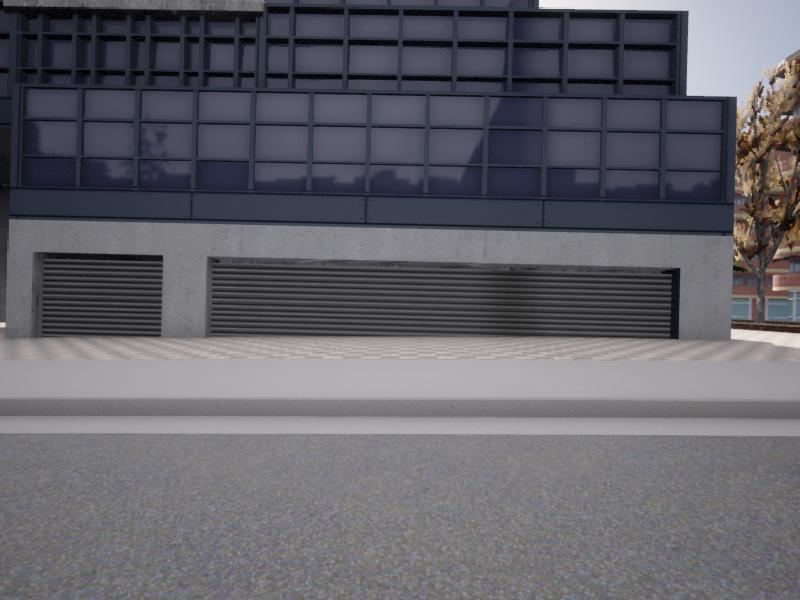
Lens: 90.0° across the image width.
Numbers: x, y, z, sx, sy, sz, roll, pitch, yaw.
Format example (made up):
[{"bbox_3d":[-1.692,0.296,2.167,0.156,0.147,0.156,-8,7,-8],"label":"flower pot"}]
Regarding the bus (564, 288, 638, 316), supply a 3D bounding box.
[{"bbox_3d":[33.119,0.309,66.286,10.273,4.253,3.944,1,0,0],"label":"bus"}]
